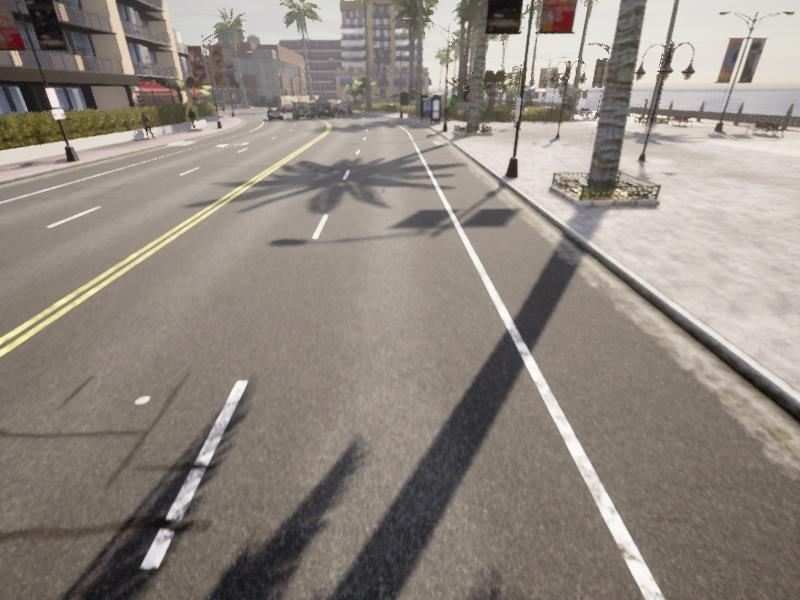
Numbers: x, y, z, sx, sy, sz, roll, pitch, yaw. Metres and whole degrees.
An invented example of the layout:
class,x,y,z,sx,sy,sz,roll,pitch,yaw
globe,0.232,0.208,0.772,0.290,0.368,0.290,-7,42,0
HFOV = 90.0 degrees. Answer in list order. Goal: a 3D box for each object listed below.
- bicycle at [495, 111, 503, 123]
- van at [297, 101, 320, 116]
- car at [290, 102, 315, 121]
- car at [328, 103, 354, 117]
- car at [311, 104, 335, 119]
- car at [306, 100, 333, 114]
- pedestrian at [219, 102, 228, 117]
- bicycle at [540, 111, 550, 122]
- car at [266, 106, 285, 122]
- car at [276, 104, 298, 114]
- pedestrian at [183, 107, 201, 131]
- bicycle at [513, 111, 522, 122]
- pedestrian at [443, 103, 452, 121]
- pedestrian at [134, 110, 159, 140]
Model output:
class,x,y,z,sx,sy,sz,roll,pitch,yaw
bicycle,10.800,-19.957,43.593,0.373,1.024,1.643,-1,27,-2
van,-14.257,-29.797,62.139,1.775,1.987,4.442,-17,32,-29
car,-12.651,-24.460,51.742,2.150,2.045,5.566,-10,29,-18
car,-8.810,-28.287,59.560,2.152,1.651,5.027,-13,30,-23
car,-10.755,-26.309,55.699,2.242,1.667,4.611,-11,29,-20
car,-13.506,-32.339,66.987,2.150,2.045,5.566,-17,32,-29
pedestrian,-24.970,-27.014,56.635,0.751,1.860,0.751,-19,33,-32
bicycle,15.826,-20.069,43.754,0.373,1.024,1.643,-1,27,-2
car,-15.471,-23.082,49.593,1.851,1.617,3.988,-9,29,-17
car,-19.660,-33.216,69.455,1.994,1.385,4.181,-20,33,-33
pedestrian,-18.195,-15.869,35.025,0.751,1.860,0.751,-2,27,-3
bicycle,12.810,-20.002,43.657,0.373,1.024,1.643,-1,27,-2
pedestrian,5.320,-20.960,44.605,0.751,1.860,0.751,-5,28,-8
pedestrian,-17.576,-12.130,27.793,0.751,1.860,0.751,0,27,1
